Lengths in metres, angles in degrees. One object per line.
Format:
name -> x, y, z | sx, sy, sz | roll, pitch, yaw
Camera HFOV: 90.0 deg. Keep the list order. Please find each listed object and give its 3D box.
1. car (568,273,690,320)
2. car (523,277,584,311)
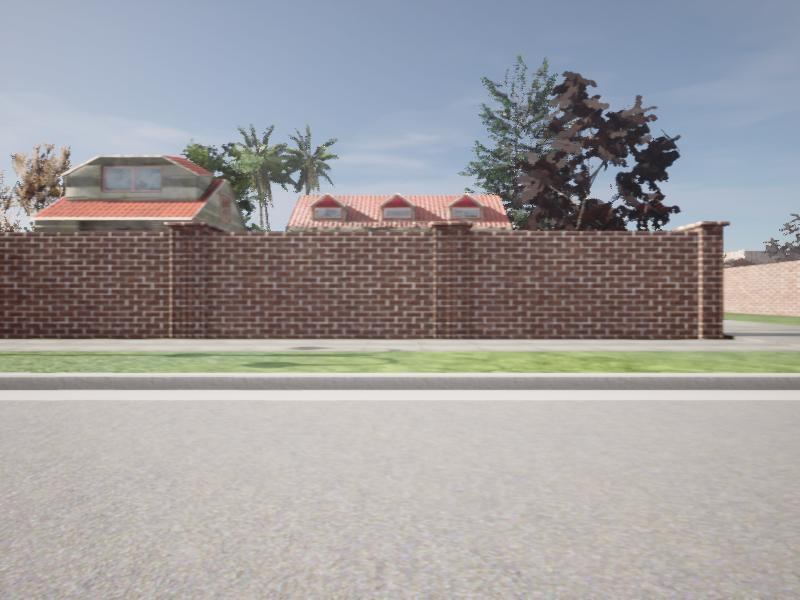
car -> 9.064, -0.127, 16.495 | 2.152, 1.636, 5.027 | 0, 0, 0
car -> 9.096, -0.334, 24.165 | 1.932, 1.855, 4.605 | 0, 0, 0
